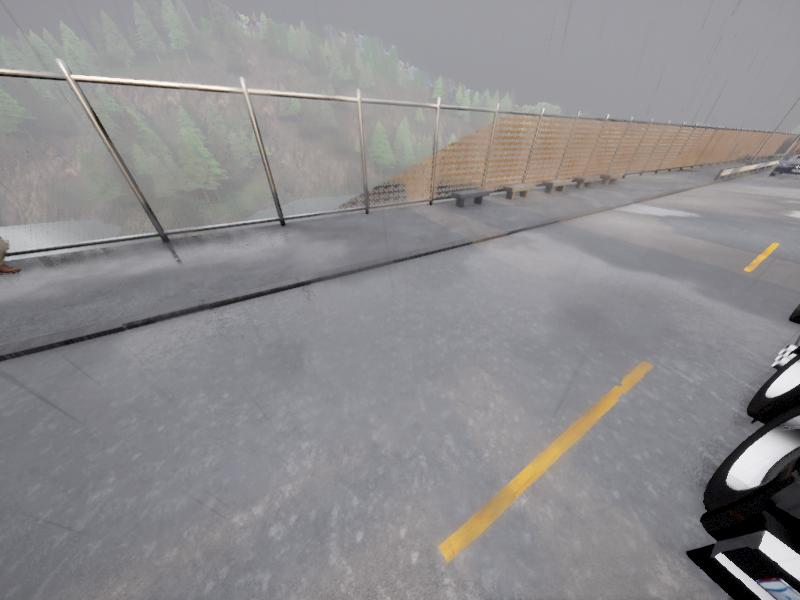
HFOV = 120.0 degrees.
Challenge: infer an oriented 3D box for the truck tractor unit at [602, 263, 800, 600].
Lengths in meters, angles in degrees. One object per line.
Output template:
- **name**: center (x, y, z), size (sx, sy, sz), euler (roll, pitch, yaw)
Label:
- **truck tractor unit**: center (5.108, -0.304, 0.784), size (6.516, 4.208, 3.053), euler (-18, 39, -24)

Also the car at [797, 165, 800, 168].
- **car**: center (43.553, -14.431, 23.614), size (4.856, 1.649, 2.033), euler (-18, 39, -25)

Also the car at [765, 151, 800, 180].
- **car**: center (30.723, -10.242, 17.508), size (5.027, 1.651, 2.152), euler (-18, 39, -24)

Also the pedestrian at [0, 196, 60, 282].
- **pedestrian**: center (-7.395, -1.303, 3.959), size (0.751, 1.860, 0.751), euler (-15, 38, -21)
